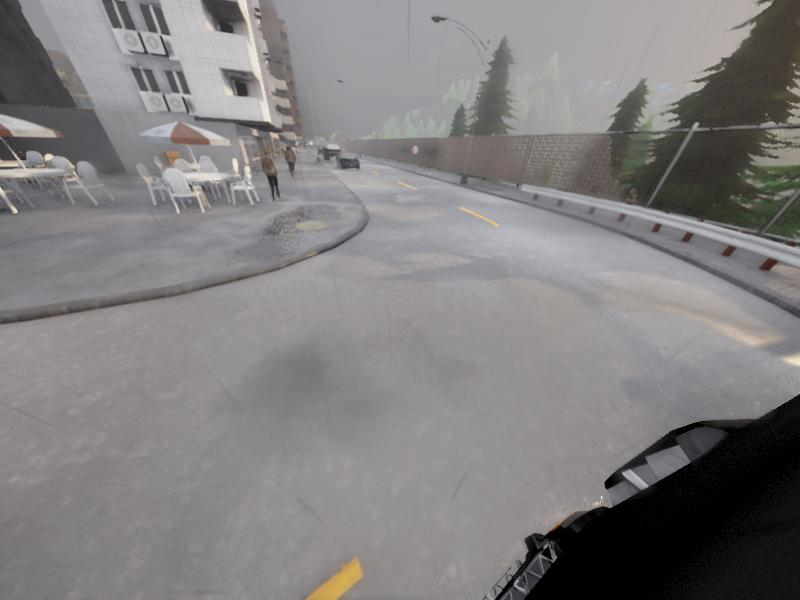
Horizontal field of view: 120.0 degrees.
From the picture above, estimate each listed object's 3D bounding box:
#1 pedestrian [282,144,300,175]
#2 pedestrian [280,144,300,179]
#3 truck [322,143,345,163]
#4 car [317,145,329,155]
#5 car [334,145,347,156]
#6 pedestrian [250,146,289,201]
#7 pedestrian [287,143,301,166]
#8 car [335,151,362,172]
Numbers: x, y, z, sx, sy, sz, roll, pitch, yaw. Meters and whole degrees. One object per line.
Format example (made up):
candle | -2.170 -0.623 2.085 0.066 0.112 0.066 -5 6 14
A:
pedestrian | -7.932 -10.266 16.900 0.751 1.860 0.751 -16 38 -26
pedestrian | -7.042 -8.867 14.862 0.751 1.860 0.751 -14 37 -24
truck | -9.946 -21.859 34.228 2.390 2.098 6.274 -9 36 -17
car | -16.963 -32.862 50.692 1.930 1.638 5.238 -9 35 -17
car | -13.592 -34.161 52.768 2.097 1.767 4.553 -9 35 -17
pedestrian | -5.092 -4.975 9.144 0.751 1.860 0.751 -3 34 -9
pedestrian | -10.380 -14.216 22.665 0.751 1.860 0.751 -24 42 -34
car | -5.401 -14.341 23.756 1.882 1.535 5.008 -9 35 -17
